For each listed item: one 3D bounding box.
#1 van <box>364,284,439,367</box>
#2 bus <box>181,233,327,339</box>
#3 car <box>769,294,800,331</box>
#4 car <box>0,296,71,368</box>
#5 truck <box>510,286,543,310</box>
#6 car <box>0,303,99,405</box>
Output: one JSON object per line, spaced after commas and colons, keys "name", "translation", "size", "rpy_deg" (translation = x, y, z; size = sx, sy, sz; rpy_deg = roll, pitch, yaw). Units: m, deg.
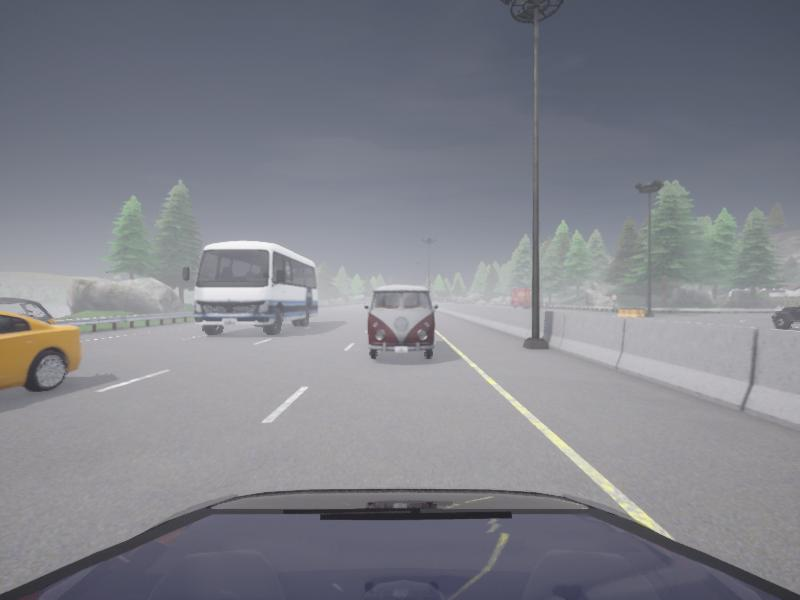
{"name": "van", "translation": [0.038, 0.587, 11.750], "size": [1.775, 1.987, 4.442], "rpy_deg": [0, 0, 0]}
{"name": "bus", "translation": [-6.816, -0.547, 21.185], "size": [3.944, 4.253, 10.273], "rpy_deg": [0, 0, 0]}
{"name": "car", "translation": [21.062, 0.631, 19.881], "size": [1.905, 1.878, 3.866], "rpy_deg": [0, 0, 0]}
{"name": "car", "translation": [-10.472, 0.750, 9.048], "size": [2.242, 1.667, 4.611], "rpy_deg": [0, 0, 0]}
{"name": "truck", "translation": [21.197, -0.371, 67.357], "size": [2.891, 3.827, 8.468], "rpy_deg": [0, 0, 0]}
{"name": "car", "translation": [-6.980, 0.818, 5.504], "size": [1.882, 1.535, 5.008], "rpy_deg": [0, 0, 0]}
